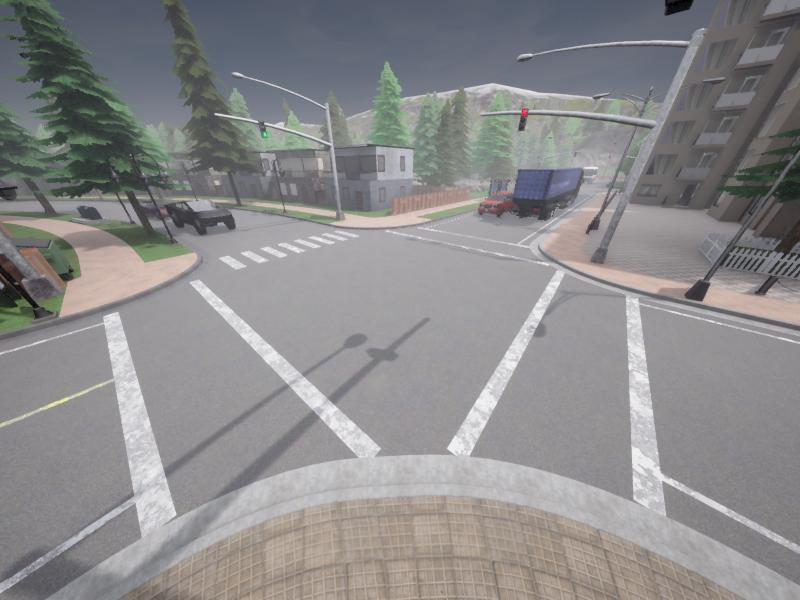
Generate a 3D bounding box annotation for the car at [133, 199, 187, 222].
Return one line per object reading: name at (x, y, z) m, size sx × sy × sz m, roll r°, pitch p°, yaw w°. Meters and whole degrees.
car at (-22.225, -8.331, 21.428) m, size 3.633 × 1.501 × 1.845 m, roll 13°, pitch 33°, yaw 22°

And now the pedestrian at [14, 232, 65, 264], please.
pedestrian at (-17.681, -2.583, 11.350) m, size 0.751 × 1.300 × 0.751 m, roll 13°, pitch 33°, yaw 22°

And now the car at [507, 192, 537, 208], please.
car at (15.349, -12.575, 28.979) m, size 1.994 × 1.385 × 4.181 m, roll 24°, pitch 38°, yaw 35°

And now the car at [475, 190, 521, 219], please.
car at (10.071, -9.866, 23.608) m, size 2.150 × 2.045 × 5.566 m, roll 24°, pitch 38°, yaw 35°

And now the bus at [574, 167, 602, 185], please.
bus at (53.958, -35.694, 66.140) m, size 3.944 × 4.253 × 10.273 m, roll 24°, pitch 38°, yaw 35°

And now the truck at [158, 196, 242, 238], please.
truck at (-15.490, -6.599, 17.860) m, size 6.274 × 2.098 × 2.390 m, roll 18°, pitch 34°, yaw 28°

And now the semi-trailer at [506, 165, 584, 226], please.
semi-trailer at (15.205, -11.162, 23.478) m, size 2.717 × 4.402 × 14.254 m, roll 24°, pitch 38°, yaw 35°

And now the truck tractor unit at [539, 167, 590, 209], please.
truck tractor unit at (20.436, -14.048, 28.675) m, size 3.053 × 4.208 × 6.516 m, roll 24°, pitch 38°, yaw 35°
